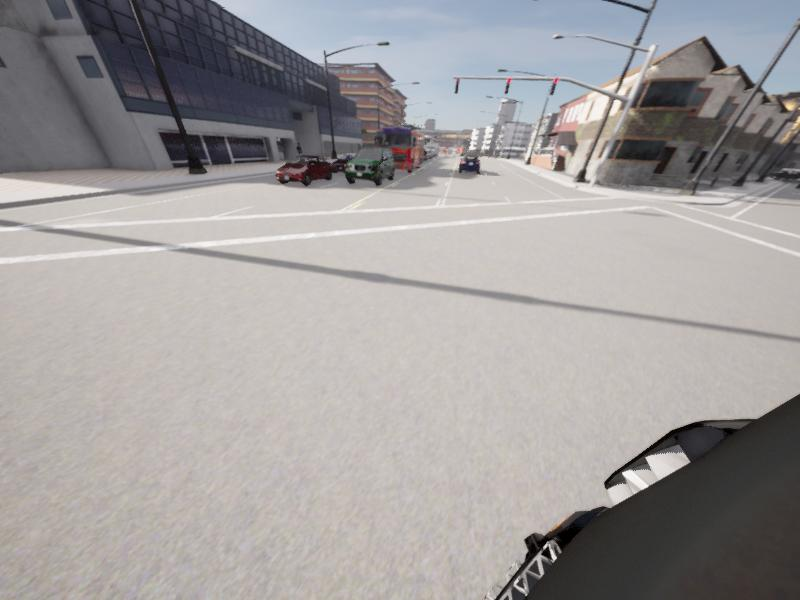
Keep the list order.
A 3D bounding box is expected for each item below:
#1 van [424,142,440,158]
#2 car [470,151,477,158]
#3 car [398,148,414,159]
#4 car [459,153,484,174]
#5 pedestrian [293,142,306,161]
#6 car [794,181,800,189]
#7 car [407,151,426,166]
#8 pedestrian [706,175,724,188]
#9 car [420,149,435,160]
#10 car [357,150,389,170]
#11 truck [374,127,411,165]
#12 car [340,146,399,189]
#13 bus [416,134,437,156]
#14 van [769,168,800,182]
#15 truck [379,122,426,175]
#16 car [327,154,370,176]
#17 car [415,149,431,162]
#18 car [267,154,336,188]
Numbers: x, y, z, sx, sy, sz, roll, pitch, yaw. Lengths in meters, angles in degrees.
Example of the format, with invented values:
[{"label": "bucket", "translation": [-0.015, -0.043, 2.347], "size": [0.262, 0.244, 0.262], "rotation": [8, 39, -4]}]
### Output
[{"label": "van", "translation": [6.606, -30.617, 47.169], "size": [2.351, 2.431, 6.366], "rotation": [9, 35, 9]}, {"label": "car", "translation": [28.327, -56.297, 89.292], "size": [2.150, 2.045, 5.566], "rotation": [9, 33, 9]}, {"label": "car", "translation": [1.033, -25.408, 40.115], "size": [1.994, 1.385, 4.181], "rotation": [9, 35, 9]}, {"label": "car", "translation": [7.936, -15.463, 26.055], "size": [2.242, 1.667, 4.611], "rotation": [9, 35, 9]}, {"label": "pedestrian", "translation": [-11.562, -17.132, 26.681], "size": [0.751, 1.860, 0.751], "rotation": [6, 34, 4]}, {"label": "car", "translation": [52.365, -14.859, 29.213], "size": [3.806, 1.475, 1.970], "rotation": [-17, 38, -27]}, {"label": "car", "translation": [2.302, -19.362, 31.498], "size": [1.812, 1.442, 4.674], "rotation": [9, 35, 9]}, {"label": "pedestrian", "translation": [31.222, -11.791, 22.913], "size": [0.500, 1.100, 0.500], "rotation": [-16, 38, -26]}, {"label": "car", "translation": [4.991, -26.247, 41.492], "size": [1.970, 1.475, 3.806], "rotation": [9, 35, 9]}, {"label": "car", "translation": [-2.826, -15.721, 25.809], "size": [2.038, 1.542, 4.974], "rotation": [9, 35, 9]}, {"label": "truck", "translation": [-0.834, -21.573, 32.375], "size": [2.891, 3.827, 8.468], "rotation": [9, 35, 9]}, {"label": "car", "translation": [-1.808, -9.253, 15.860], "size": [2.150, 2.045, 5.566], "rotation": [9, 34, 9]}, {"label": "bus", "translation": [7.098, -40.973, 61.345], "size": [3.944, 4.253, 10.273], "rotation": [9, 33, 9]}, {"label": "van", "translation": [74.533, -23.608, 43.687], "size": [2.069, 2.038, 4.480], "rotation": [9, 34, 9]}, {"label": "truck", "translation": [0.512, -15.565, 23.785], "size": [2.891, 3.827, 8.468], "rotation": [9, 35, 9]}, {"label": "car", "translation": [-4.331, -11.893, 20.240], "size": [1.994, 1.385, 4.181], "rotation": [9, 34, 10]}, {"label": "car", "translation": [3.631, -22.824, 36.497], "size": [1.816, 1.474, 4.193], "rotation": [9, 36, 9]}, {"label": "car", "translation": [-5.845, -8.156, 14.427], "size": [1.816, 1.474, 4.193], "rotation": [9, 34, 9]}]
